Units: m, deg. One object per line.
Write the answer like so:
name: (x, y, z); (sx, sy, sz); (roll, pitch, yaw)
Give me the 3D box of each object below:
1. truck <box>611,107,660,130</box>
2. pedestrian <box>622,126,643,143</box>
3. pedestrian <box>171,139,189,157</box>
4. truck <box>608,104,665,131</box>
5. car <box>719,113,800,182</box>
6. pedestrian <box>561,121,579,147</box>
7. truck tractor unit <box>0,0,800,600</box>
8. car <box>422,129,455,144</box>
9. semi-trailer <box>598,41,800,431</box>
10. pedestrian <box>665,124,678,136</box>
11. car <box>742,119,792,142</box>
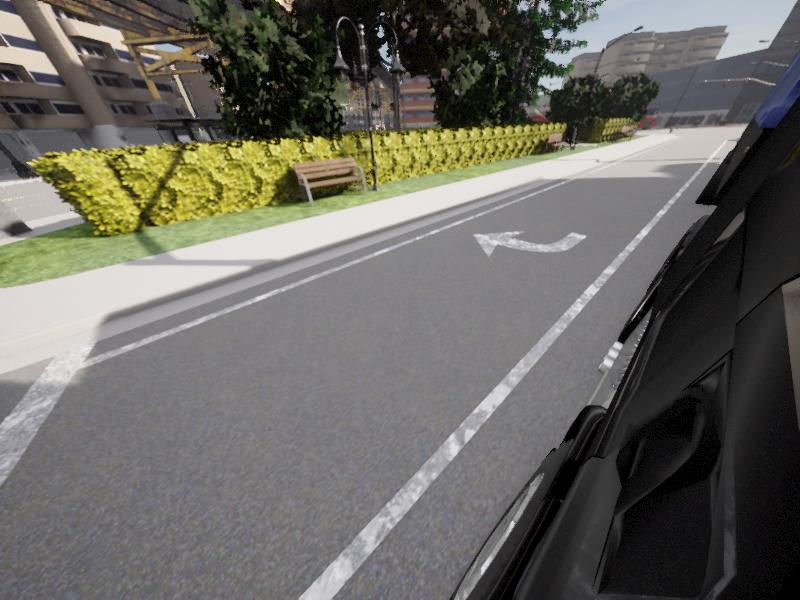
truck: (54.916, -42.459, 54.267); (2.891, 3.827, 8.468); (1, 36, 5)
pedestrian: (22.187, -15.816, 22.053); (0.751, 1.300, 0.751); (-21, 40, -23)
pedestrian: (-28.723, -19.832, 30.172); (0.751, 1.860, 0.751); (6, 38, 11)
truck: (47.001, -36.419, 46.463); (2.891, 3.827, 8.468); (1, 36, 5)
car: (16.234, -6.653, 9.872); (5.566, 2.045, 2.150); (-27, 43, -30)
pedestrian: (15.228, -14.859, 20.744); (0.751, 1.860, 0.751); (17, 41, 24)
truck tractor unit: (2.645, -0.295, 0.351); (6.516, 4.208, 3.053); (-28, 44, -30)
car: (6.023, -26.012, 36.743); (5.027, 1.651, 2.152); (2, 37, 6)
semi-trailer: (8.684, -3.612, 4.244); (14.254, 4.402, 2.717); (-28, 44, -30)
pedestrian: (31.884, -19.942, 27.128); (0.500, 1.100, 0.500); (-22, 41, -24)
car: (33.340, -15.427, 20.976); (4.674, 1.442, 1.812); (-26, 42, -28)
